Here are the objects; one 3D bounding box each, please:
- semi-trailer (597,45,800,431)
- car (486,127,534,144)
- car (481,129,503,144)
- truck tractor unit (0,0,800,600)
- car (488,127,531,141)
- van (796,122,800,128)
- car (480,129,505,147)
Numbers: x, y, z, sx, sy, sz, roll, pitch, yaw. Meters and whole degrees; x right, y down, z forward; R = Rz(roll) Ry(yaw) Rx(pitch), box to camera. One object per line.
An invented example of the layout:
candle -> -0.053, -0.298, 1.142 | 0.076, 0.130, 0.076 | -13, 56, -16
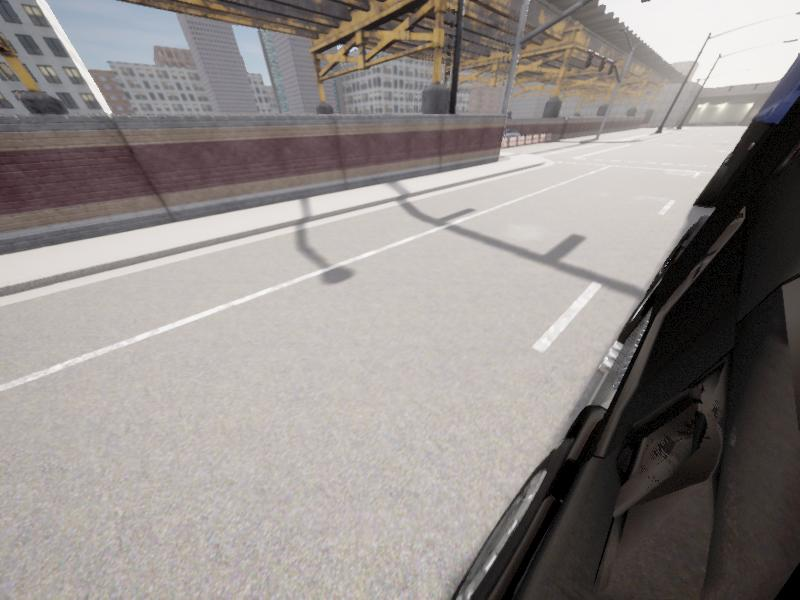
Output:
semi-trailer -> 8.707, -3.562, 4.271 | 14.254, 4.402, 2.717 | -28, 44, -30
car -> 14.052, -21.197, 29.726 | 4.974, 1.542, 2.038 | -8, 38, -8
car -> 10.467, -18.832, 26.484 | 1.853, 1.218, 4.536 | 7, 38, 12
truck tractor unit -> 2.645, -0.295, 0.351 | 6.516, 4.208, 3.053 | -28, 44, -30
car -> 13.997, -21.315, 29.624 | 4.536, 1.218, 1.853 | -8, 38, -8
van -> 75.171, -32.538, 41.581 | 6.366, 2.431, 2.351 | -32, 47, -33
car -> 10.459, -18.676, 26.539 | 2.038, 1.542, 4.974 | 7, 38, 12
